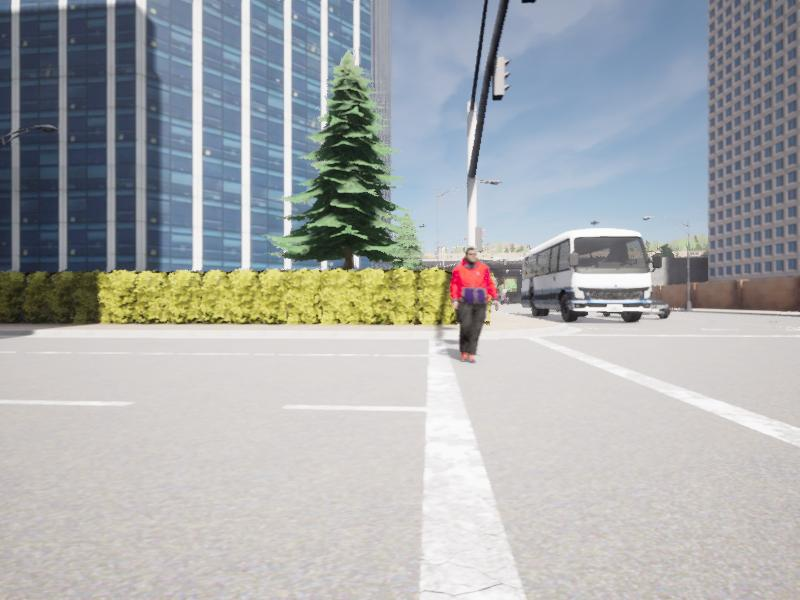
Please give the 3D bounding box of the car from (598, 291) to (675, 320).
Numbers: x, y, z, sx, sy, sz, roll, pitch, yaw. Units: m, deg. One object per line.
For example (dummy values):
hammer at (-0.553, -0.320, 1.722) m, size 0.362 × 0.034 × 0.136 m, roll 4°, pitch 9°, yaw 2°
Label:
car at (12.762, 0.263, 21.973) m, size 1.812 × 1.442 × 4.674 m, roll 0°, pitch 0°, yaw 5°

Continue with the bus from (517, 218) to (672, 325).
bus at (9.306, -1.136, 21.228) m, size 3.944 × 4.253 × 10.273 m, roll 0°, pitch 0°, yaw 5°

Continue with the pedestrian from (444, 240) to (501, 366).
pedestrian at (1.109, 0.041, 6.272) m, size 0.751 × 1.860 × 0.751 m, roll 0°, pitch 0°, yaw -1°

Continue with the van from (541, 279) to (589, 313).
van at (13.677, -0.280, 33.662) m, size 1.988 × 2.561 × 5.915 m, roll 0°, pitch 0°, yaw 4°
